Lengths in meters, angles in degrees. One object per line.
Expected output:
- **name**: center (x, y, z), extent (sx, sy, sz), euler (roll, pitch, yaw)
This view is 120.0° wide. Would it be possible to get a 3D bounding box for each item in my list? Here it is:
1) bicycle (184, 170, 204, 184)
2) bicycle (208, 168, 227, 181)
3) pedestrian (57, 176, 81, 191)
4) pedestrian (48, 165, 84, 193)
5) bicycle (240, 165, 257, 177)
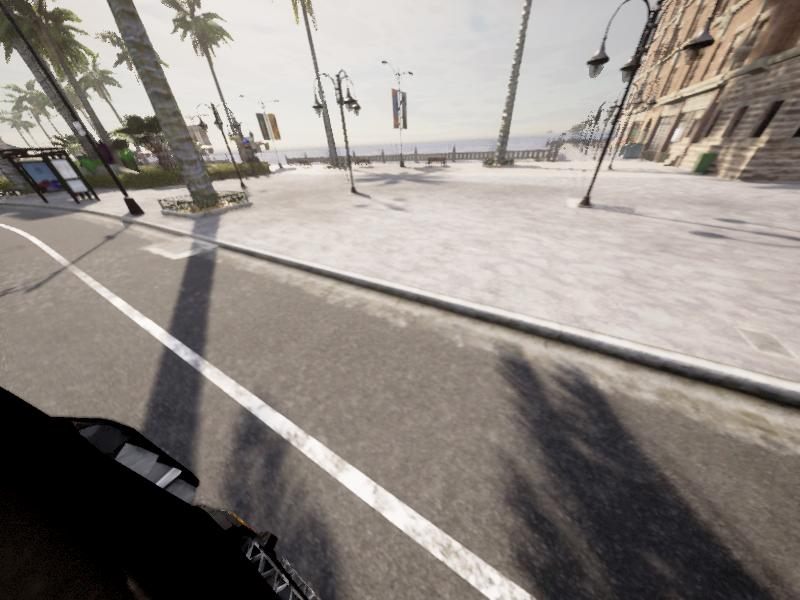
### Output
- **bicycle**: center (-18.220, -10.855, 20.386), extent (1.643, 1.024, 0.373), euler (15, 38, 25)
- **bicycle**: center (-17.236, -11.868, 21.820), extent (1.643, 1.024, 0.373), euler (15, 38, 25)
- **pedestrian**: center (-27.661, -9.726, 19.318), extent (0.500, 1.100, 0.500), euler (5, 35, 12)
- **pedestrian**: center (-26.384, -9.565, 18.294), extent (0.751, 1.860, 0.751), euler (17, 39, 27)
- **bicycle**: center (-15.760, -13.387, 23.969), extent (1.643, 1.024, 0.373), euler (15, 38, 25)
